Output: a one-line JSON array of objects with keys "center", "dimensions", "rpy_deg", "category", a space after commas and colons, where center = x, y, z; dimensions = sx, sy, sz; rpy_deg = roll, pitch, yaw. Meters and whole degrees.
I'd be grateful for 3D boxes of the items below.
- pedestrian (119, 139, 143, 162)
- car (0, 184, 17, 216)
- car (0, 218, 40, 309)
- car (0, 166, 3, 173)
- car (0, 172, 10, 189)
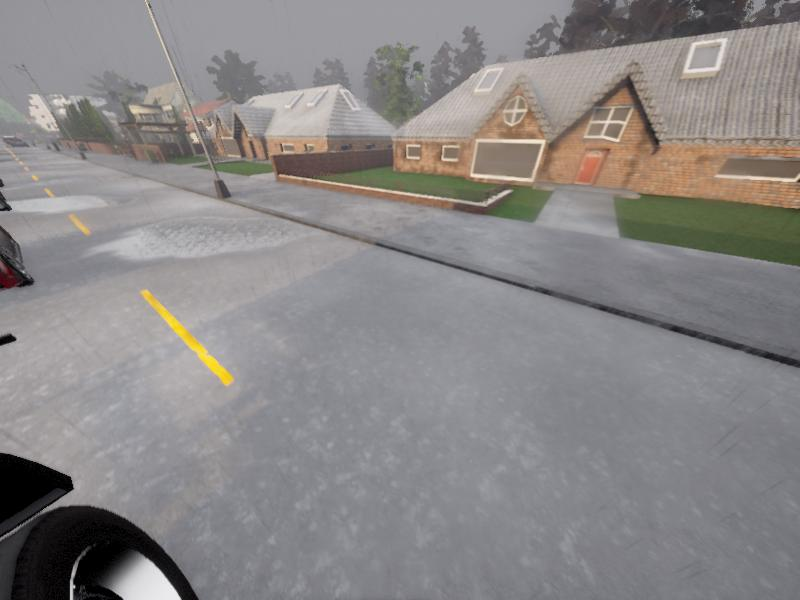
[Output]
[{"center": [-26.221, -14.586, 22.533], "dimensions": [0.751, 1.860, 0.751], "rpy_deg": [-29, 45, -35], "category": "pedestrian"}, {"center": [-15.813, -3.921, 8.011], "dimensions": [4.514, 1.525, 2.007], "rpy_deg": [22, 41, 28], "category": "car"}, {"center": [-8.402, -0.837, 3.837], "dimensions": [4.181, 1.385, 1.994], "rpy_deg": [22, 41, 28], "category": "car"}, {"center": [-31.114, -10.133, 16.736], "dimensions": [4.193, 1.474, 1.816], "rpy_deg": [22, 41, 28], "category": "car"}, {"center": [-22.402, -6.605, 11.762], "dimensions": [4.514, 1.525, 2.007], "rpy_deg": [22, 41, 28], "category": "car"}]
